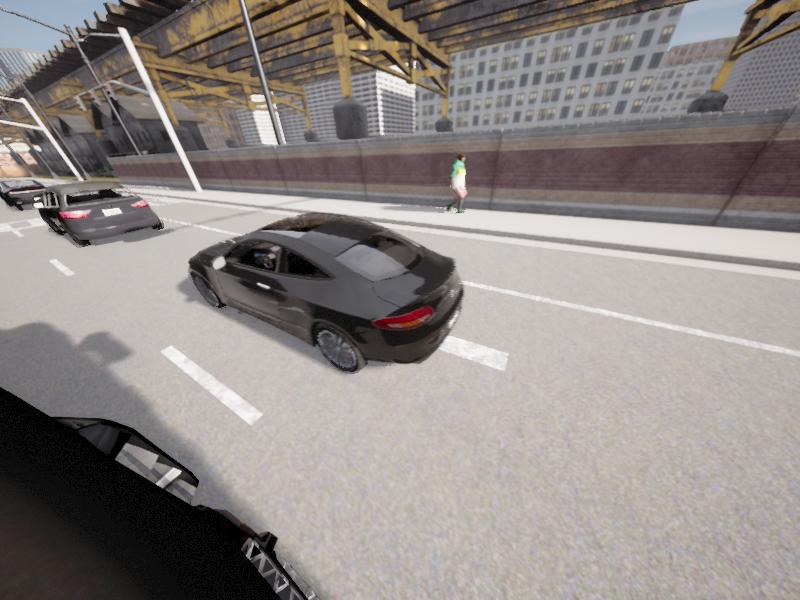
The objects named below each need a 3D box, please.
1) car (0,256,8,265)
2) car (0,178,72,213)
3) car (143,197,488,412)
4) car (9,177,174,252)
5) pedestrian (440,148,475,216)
[{"bbox_3d":[-13.414,-1.636,6.143,4.792,1.488,2.163,15,37,25],"label":"car"},{"bbox_3d":[-23.693,-6.771,14.663,4.902,1.511,2.128,16,38,26],"label":"car"},{"bbox_3d":[-1.390,-0.514,3.534,4.674,1.442,1.812,16,38,26],"label":"car"},{"bbox_3d":[-10.890,-3.259,8.217,4.611,1.667,2.242,16,38,26],"label":"car"},{"bbox_3d":[1.848,-3.825,7.566,0.751,1.860,0.751,16,38,26],"label":"pedestrian"}]
